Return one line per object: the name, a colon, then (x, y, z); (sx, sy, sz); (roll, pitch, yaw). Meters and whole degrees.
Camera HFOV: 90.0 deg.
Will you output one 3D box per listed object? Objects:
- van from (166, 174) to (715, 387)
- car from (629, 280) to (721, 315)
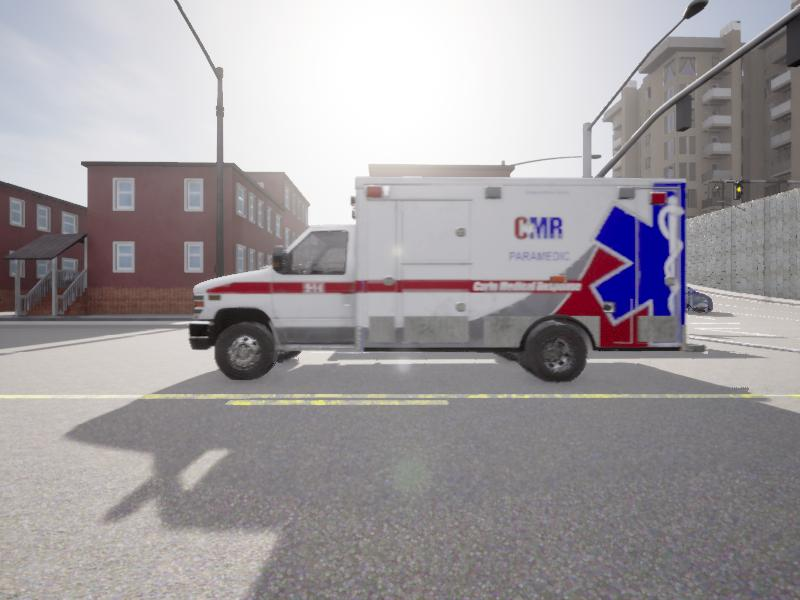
van: (0.480, -0.222, 5.803); (6.366, 2.431, 2.351); (0, 0, -1)
car: (16.117, -0.257, 23.842); (2.033, 1.649, 4.856); (0, 6, 0)
